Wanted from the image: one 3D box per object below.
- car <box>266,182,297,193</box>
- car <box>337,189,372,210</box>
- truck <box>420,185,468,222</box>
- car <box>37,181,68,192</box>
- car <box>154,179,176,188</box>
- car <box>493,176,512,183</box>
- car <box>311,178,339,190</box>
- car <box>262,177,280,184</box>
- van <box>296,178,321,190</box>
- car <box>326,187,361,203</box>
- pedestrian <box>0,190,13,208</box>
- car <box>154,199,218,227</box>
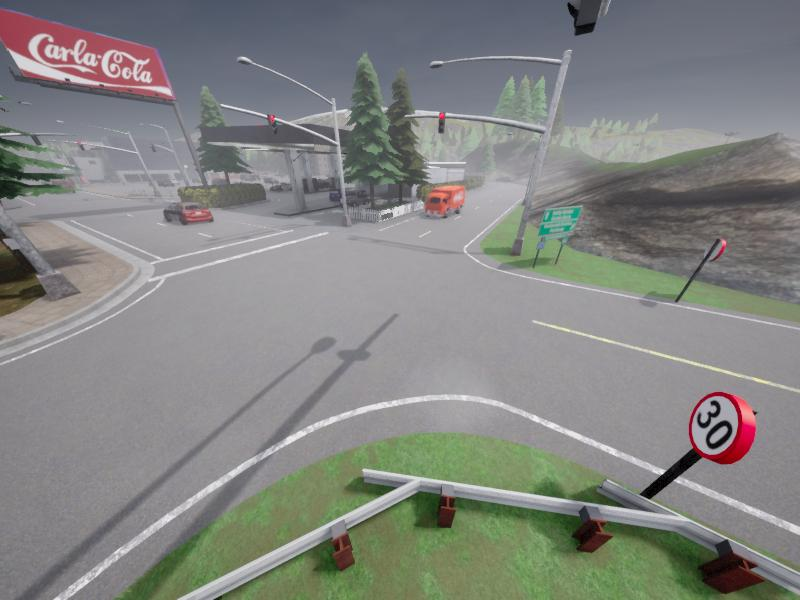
[{"bbox_3d":[-23.524,-22.541,46.109,2.038,1.542,4.974,16,34,26],"label":"car"},{"bbox_3d":[-5.367,-12.080,27.650,1.905,1.878,3.866,16,34,26],"label":"car"},{"bbox_3d":[4.421,-9.747,22.931,2.627,2.467,5.204,19,38,29],"label":"truck"},{"bbox_3d":[-66.476,-21.721,44.165,4.611,1.667,2.242,16,34,26],"label":"car"},{"bbox_3d":[-54.495,-27.084,53.607,4.514,1.523,2.007,16,34,26],"label":"car"},{"bbox_3d":[31.791,-37.511,71.921,2.033,1.649,4.856,-21,36,-31],"label":"car"},{"bbox_3d":[-16.360,-25.393,50.539,2.150,2.045,5.566,16,34,26],"label":"car"},{"bbox_3d":[-35.476,-32.774,63.464,4.514,1.523,2.007,16,34,26],"label":"car"},{"bbox_3d":[-20.121,-25.650,50.984,2.069,2.038,4.480,16,34,26],"label":"van"},{"bbox_3d":[-8.082,-15.233,33.445,2.242,1.667,4.611,16,34,26],"label":"car"},{"bbox_3d":[-44.339,-11.257,25.498,0.751,1.860,0.751,-26,39,-37],"label":"pedestrian"},{"bbox_3d":[-18.362,-7.600,19.872,4.611,1.667,2.242,16,32,26],"label":"car"}]
